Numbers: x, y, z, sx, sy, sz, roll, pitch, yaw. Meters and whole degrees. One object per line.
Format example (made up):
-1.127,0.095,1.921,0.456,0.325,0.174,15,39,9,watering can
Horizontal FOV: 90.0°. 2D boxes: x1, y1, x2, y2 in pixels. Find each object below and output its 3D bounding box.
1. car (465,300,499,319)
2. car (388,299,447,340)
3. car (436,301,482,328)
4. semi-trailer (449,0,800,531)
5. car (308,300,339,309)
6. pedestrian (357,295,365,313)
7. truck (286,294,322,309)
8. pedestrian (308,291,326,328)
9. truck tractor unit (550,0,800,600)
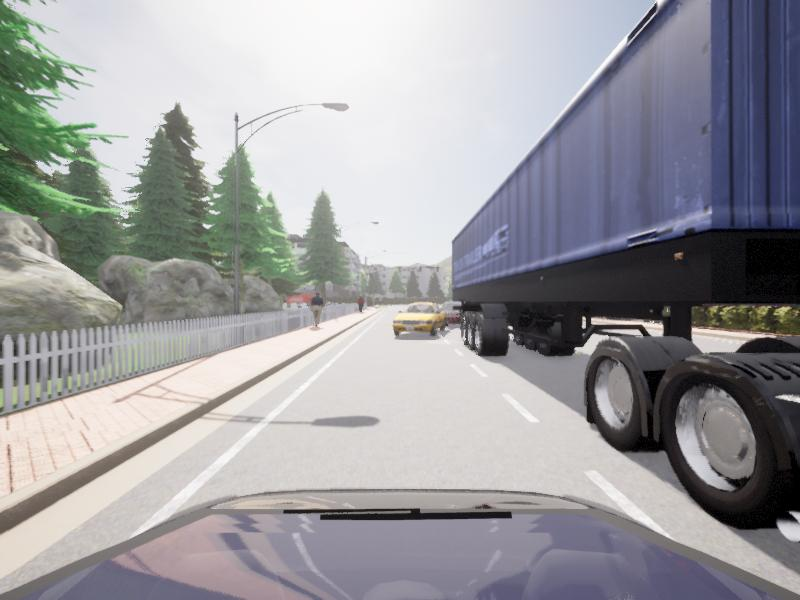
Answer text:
7.058,0.771,35.029,1.882,1.535,5.008,0,0,-1,car
0.990,0.772,18.585,1.801,1.575,5.366,0,0,13,car
3.512,0.813,24.790,2.163,1.488,4.792,0,0,0,car
3.459,-0.633,9.863,2.717,4.402,14.254,0,0,0,semi-trailer
-13.096,0.735,68.613,4.902,1.511,2.128,0,0,2,car
-3.953,0.426,40.603,0.751,1.860,0.751,0,0,0,pedestrian
-15.644,0.261,65.177,5.204,2.467,2.627,0,0,2,truck
-4.237,0.454,20.462,0.751,1.860,0.751,0,0,0,pedestrian
3.471,-0.523,1.948,3.053,4.208,6.516,0,0,0,truck tractor unit
